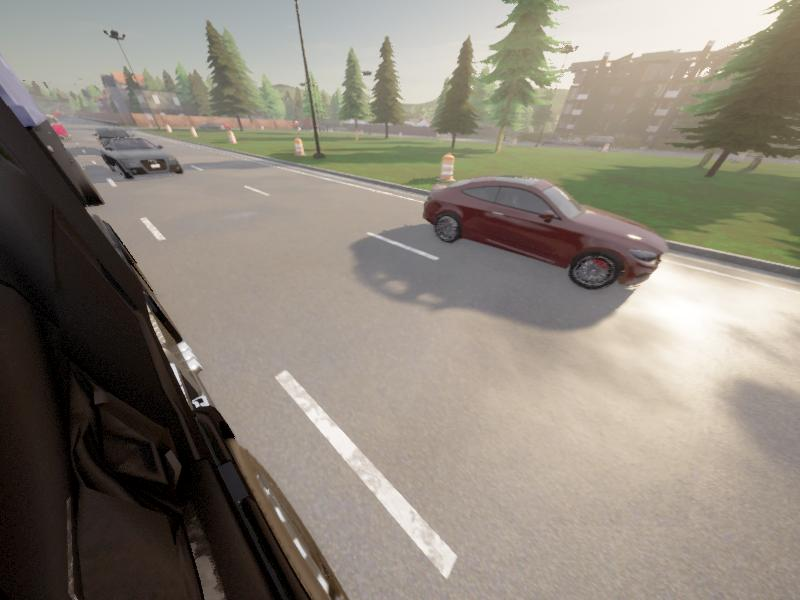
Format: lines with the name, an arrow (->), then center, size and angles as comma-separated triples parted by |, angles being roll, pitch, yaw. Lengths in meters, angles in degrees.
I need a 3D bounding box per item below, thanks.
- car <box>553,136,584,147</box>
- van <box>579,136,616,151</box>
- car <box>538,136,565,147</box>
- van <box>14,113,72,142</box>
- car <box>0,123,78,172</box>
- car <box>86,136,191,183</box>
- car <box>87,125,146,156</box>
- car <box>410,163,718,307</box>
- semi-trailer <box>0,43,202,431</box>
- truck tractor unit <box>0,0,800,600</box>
car -> 35.029, -32.985, 48.115 | 4.611, 1.667, 2.242 | 28, 44, 30
van -> 34.818, -27.703, 40.803 | 4.442, 1.987, 1.775 | 28, 44, 30
car -> 30.903, -32.422, 47.189 | 3.988, 1.617, 1.851 | 28, 44, 30
van -> -33.035, -16.078, 21.574 | 1.775, 1.987, 4.442 | -29, 47, -34
car -> -18.768, -7.858, 11.710 | 5.027, 1.651, 2.152 | 28, 44, 30
car -> -11.959, -6.569, 10.582 | 4.181, 1.385, 1.994 | 25, 42, 27
car -> -20.336, -11.480, 16.555 | 4.892, 1.490, 1.837 | 29, 45, 31
car -> 2.658, -1.811, 4.987 | 4.674, 1.442, 1.812 | 28, 44, 30
semi-trailer -> -8.697, -3.591, 4.251 | 14.254, 4.402, 2.717 | 28, 44, 30
truck tractor unit -> -2.645, -0.295, 0.351 | 6.516, 4.208, 3.053 | 28, 44, 30
